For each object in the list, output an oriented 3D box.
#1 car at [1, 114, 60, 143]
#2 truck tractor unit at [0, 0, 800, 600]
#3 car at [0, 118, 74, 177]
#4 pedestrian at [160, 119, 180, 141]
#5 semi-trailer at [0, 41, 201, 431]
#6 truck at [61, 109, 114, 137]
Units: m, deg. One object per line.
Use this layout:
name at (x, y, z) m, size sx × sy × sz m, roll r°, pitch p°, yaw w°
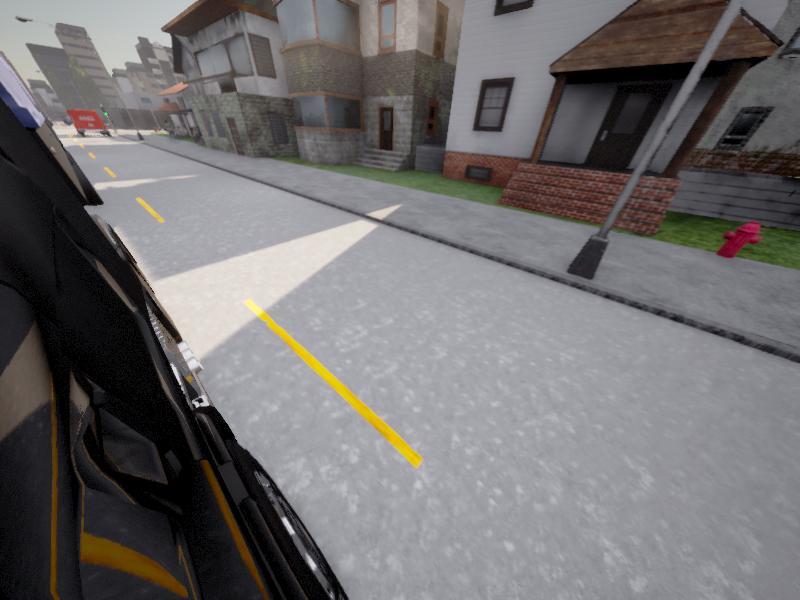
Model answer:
car at (-31.550, -14.718, 19.850) m, size 3.866 × 1.878 × 1.905 m, roll 28°, pitch 43°, yaw 30°
truck tractor unit at (-2.645, -0.295, 0.351) m, size 6.516 × 4.208 × 3.053 m, roll 28°, pitch 44°, yaw 30°
car at (-17.151, -7.059, 10.484) m, size 4.605 × 1.855 × 1.932 m, roll 28°, pitch 43°, yaw 30°
pedestrian at (-25.225, -18.643, 25.340) m, size 0.751 × 1.860 × 0.751 m, roll 27°, pitch 43°, yaw 29°
semi-trailer at (-8.699, -3.596, 4.237) m, size 14.254 × 4.402 × 2.717 m, roll 28°, pitch 43°, yaw 30°
truck at (-37.812, -21.409, 27.956) m, size 5.204 × 2.467 × 2.627 m, roll 27°, pitch 43°, yaw 29°
